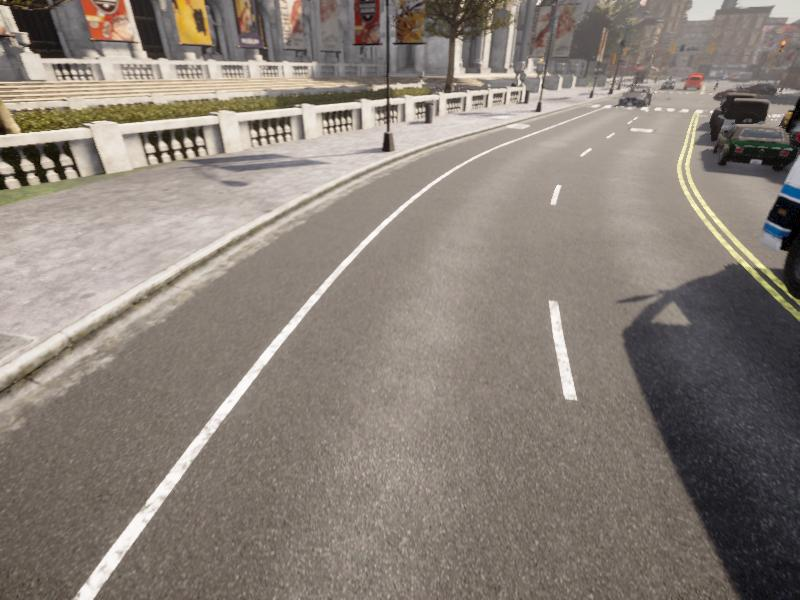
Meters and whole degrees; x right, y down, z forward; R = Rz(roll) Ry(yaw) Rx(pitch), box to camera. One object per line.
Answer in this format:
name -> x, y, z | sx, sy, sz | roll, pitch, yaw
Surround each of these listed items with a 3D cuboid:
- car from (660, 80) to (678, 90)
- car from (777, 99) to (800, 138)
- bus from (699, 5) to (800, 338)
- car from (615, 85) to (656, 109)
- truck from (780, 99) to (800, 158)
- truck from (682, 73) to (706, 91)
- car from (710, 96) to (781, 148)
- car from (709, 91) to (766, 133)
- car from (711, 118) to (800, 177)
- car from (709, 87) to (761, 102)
car -> 46.072, -36.864, 68.553 | 1.970, 1.475, 3.806 | 19, 35, 28
car -> 22.877, -10.161, 22.293 | 1.801, 1.575, 5.366 | 19, 35, 28
bus -> 6.925, -0.073, 2.053 | 3.944, 4.253, 10.273 | 5, 29, 8
car -> 21.787, -18.768, 36.918 | 2.242, 1.667, 4.611 | 21, 36, 31
truck -> 17.772, -7.277, 15.033 | 2.891, 3.827, 8.468 | 18, 35, 27
truck -> 50.360, -37.317, 68.425 | 2.627, 2.467, 5.204 | 19, 35, 28
car -> 16.683, -8.808, 19.551 | 1.905, 1.878, 3.866 | 19, 35, 28
car -> 19.925, -11.258, 23.806 | 1.905, 1.878, 3.866 | 19, 35, 28
car -> 13.264, -5.900, 15.097 | 1.895, 1.301, 4.718 | 17, 34, 26
car -> 37.421, -22.967, 44.702 | 4.181, 1.385, 1.994 | -7, 31, -13
